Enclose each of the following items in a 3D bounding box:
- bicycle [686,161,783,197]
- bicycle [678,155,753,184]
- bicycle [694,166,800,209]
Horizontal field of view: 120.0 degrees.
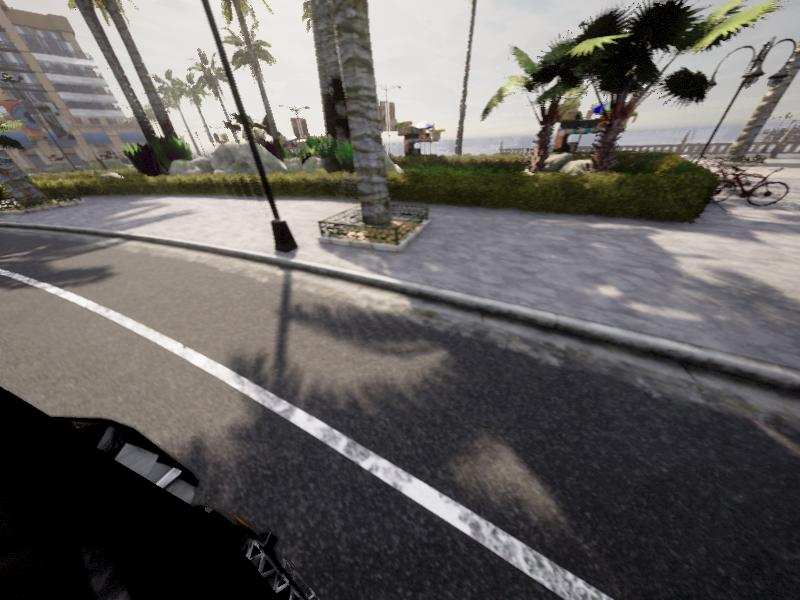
[{"bbox_3d":[11.785,-4.353,8.263,1.643,1.024,0.373,23,42,33],"label":"bicycle"},{"bbox_3d":[13.707,-5.722,10.144,1.643,1.024,0.373,23,42,33],"label":"bicycle"},{"bbox_3d":[10.503,-3.440,7.009,1.643,1.024,0.373,23,42,33],"label":"bicycle"}]
